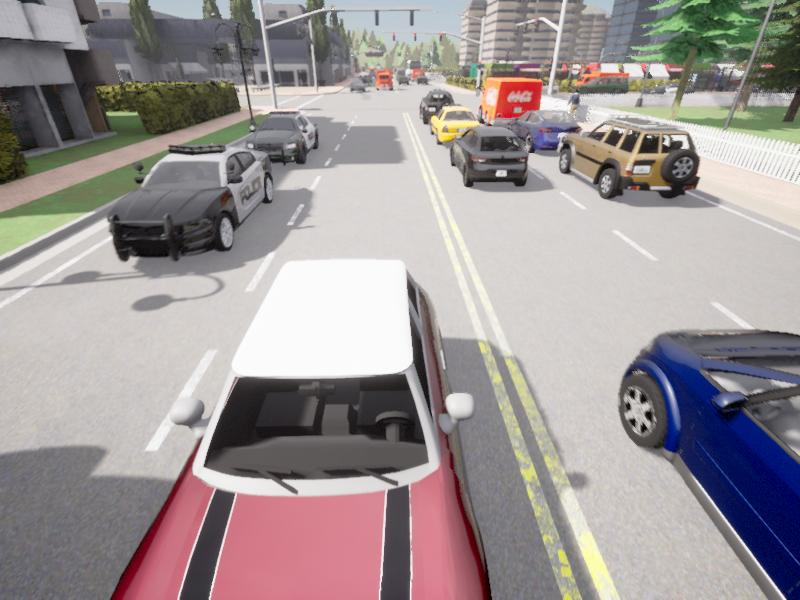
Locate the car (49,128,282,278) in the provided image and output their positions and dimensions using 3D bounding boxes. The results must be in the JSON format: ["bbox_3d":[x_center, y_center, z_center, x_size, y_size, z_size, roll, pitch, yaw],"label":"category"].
[{"bbox_3d":[-4.191,-2.402,8.492,1.930,1.638,5.238,-1,30,-1],"label":"car"}]

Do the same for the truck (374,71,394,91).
[{"bbox_3d":[-2.244,-31.298,57.089,2.627,2.467,5.204,-1,30,-1],"label":"truck"}]

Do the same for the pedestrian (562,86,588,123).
[{"bbox_3d":[10.053,-11.247,23.049,0.751,1.860,0.751,-1,30,-1],"label":"pedestrian"}]

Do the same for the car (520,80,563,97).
[{"bbox_3d":[16.081,-24.095,45.622,3.988,1.617,1.851,0,30,-1],"label":"car"}]

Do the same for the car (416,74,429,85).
[{"bbox_3d":[4.181,-41.554,75.452,1.930,1.638,5.238,-1,30,-1],"label":"car"}]

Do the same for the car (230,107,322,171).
[{"bbox_3d":[-4.404,-6.252,15.187,2.038,1.542,4.974,-1,30,-1],"label":"car"}]

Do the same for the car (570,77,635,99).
[{"bbox_3d":[21.485,-22.622,42.665,5.566,2.045,2.150,-2,30,-3],"label":"car"}]

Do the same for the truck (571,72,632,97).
[{"bbox_3d":[22.866,-24.607,45.651,5.204,2.467,2.627,-1,30,-3],"label":"truck"}]

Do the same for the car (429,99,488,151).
[{"bbox_3d":[2.493,-8.215,18.493,1.801,1.575,5.366,-1,30,-1],"label":"car"}]

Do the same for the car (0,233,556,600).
[{"bbox_3d":[-0.496,0.882,3.036,1.970,1.475,3.806,-1,30,-1],"label":"car"}]

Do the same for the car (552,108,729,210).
[{"bbox_3d":[6.223,-4.156,11.253,1.932,1.855,4.605,-1,30,-1],"label":"car"}]

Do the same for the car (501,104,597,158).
[{"bbox_3d":[6.043,-7.279,16.989,2.163,1.488,4.792,-1,30,-1],"label":"car"}]

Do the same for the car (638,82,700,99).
[{"bbox_3d":[28.926,-22.598,43.133,4.974,1.542,2.038,-2,30,-3],"label":"car"}]

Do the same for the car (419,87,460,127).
[{"bbox_3d":[2.300,-11.899,24.497,1.932,1.855,4.605,-1,30,-1],"label":"car"}]

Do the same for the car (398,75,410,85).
[{"bbox_3d":[0.693,-41.210,75.051,2.007,1.525,4.514,-1,30,-1],"label":"car"}]

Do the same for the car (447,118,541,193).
[{"bbox_3d":[2.684,-4.646,12.493,1.816,1.474,4.193,-1,30,-1],"label":"car"}]

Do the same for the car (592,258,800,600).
[{"bbox_3d":[3.008,1.244,2.341,1.789,1.549,3.705,-1,30,-1],"label":"car"}]

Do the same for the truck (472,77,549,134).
[{"bbox_3d":[5.867,-10.924,22.243,2.627,2.467,5.204,-1,30,-1],"label":"truck"}]

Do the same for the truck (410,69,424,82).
[{"bbox_3d":[3.768,-49.485,88.193,2.627,2.467,5.204,-1,30,-1],"label":"truck"}]

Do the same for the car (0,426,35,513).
[{"bbox_3d":[-4.131,1.652,1.314,1.905,1.878,3.866,1,30,1],"label":"car"}]

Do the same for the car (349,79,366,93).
[{"bbox_3d":[-5.627,-28.679,53.627,1.812,1.442,4.674,-1,30,-1],"label":"car"}]

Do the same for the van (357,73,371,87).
[{"bbox_3d":[-6.094,-37.516,68.158,2.069,2.038,4.480,-1,30,-1],"label":"van"}]
